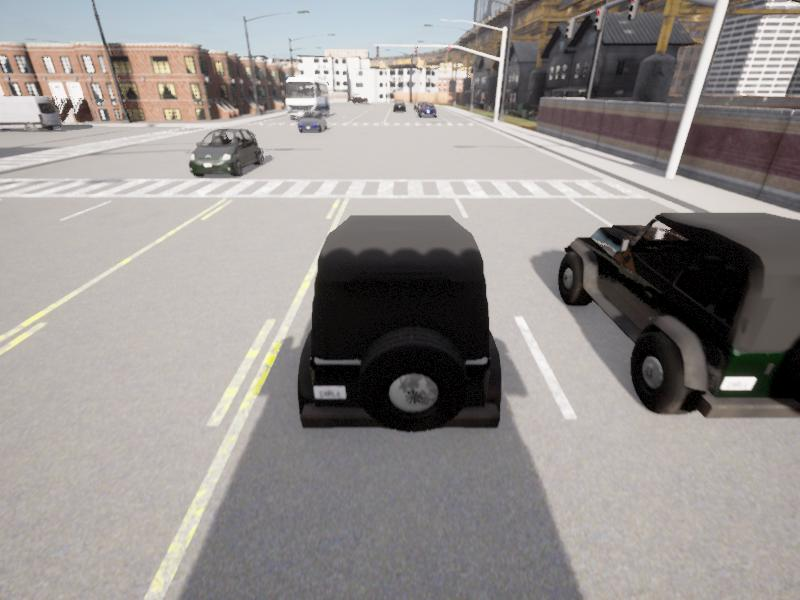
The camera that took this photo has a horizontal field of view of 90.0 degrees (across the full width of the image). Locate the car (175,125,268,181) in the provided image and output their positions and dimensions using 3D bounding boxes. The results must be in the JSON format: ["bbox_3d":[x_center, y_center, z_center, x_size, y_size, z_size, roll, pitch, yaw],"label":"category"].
[{"bbox_3d":[-7.016,-6.062,16.262,1.851,1.617,3.988,0,28,0],"label":"car"}]

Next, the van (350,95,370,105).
[{"bbox_3d":[-9.576,-47.871,95.598,4.480,2.038,2.069,25,36,39],"label":"van"}]

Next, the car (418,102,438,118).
[{"bbox_3d":[3.454,-24.201,50.862,2.152,1.651,5.027,0,28,0],"label":"car"}]

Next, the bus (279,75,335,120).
[{"bbox_3d":[-10.422,-23.415,46.564,3.944,4.253,10.273,0,26,0],"label":"bus"}]

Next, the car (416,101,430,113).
[{"bbox_3d":[3.444,-29.469,61.008,1.882,1.535,5.008,0,28,0],"label":"car"}]

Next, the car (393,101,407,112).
[{"bbox_3d":[-0.058,-30.652,63.331,2.163,1.488,4.792,0,28,0],"label":"car"}]

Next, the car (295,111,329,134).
[{"bbox_3d":[-7.027,-14.400,32.318,1.816,1.474,4.193,0,28,0],"label":"car"}]

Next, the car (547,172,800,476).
[{"bbox_3d":[3.499,-0.199,4.758,1.905,1.878,3.866,0,28,0],"label":"car"}]

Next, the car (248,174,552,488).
[{"bbox_3d":[-0.001,-0.145,4.656,1.905,1.878,3.866,0,28,0],"label":"car"}]

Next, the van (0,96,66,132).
[{"bbox_3d":[-31.299,-15.095,32.509,5.915,2.561,1.988,0,28,0],"label":"van"}]
